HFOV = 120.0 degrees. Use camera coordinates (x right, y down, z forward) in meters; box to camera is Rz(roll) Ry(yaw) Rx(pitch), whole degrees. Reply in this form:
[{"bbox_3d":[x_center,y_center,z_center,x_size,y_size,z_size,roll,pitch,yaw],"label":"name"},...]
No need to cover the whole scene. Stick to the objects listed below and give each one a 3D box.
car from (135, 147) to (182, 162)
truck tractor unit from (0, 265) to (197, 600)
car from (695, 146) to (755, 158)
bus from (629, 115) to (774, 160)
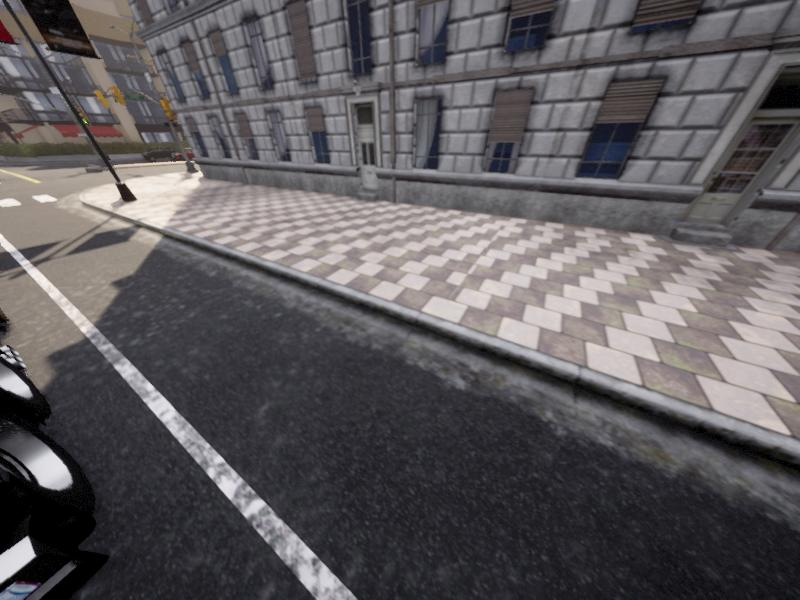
[{"bbox_3d":[-32.191,-19.515,30.927,1.789,1.549,3.705,18,39,24],"label":"car"},{"bbox_3d":[-5.111,-0.301,0.775,6.516,4.208,3.053,18,39,24],"label":"truck tractor unit"},{"bbox_3d":[45.551,-20.927,32.527,1.895,1.301,4.718,-26,42,-32],"label":"car"},{"bbox_3d":[37.981,-21.079,30.226,10.273,4.253,3.944,27,43,34],"label":"bus"}]
